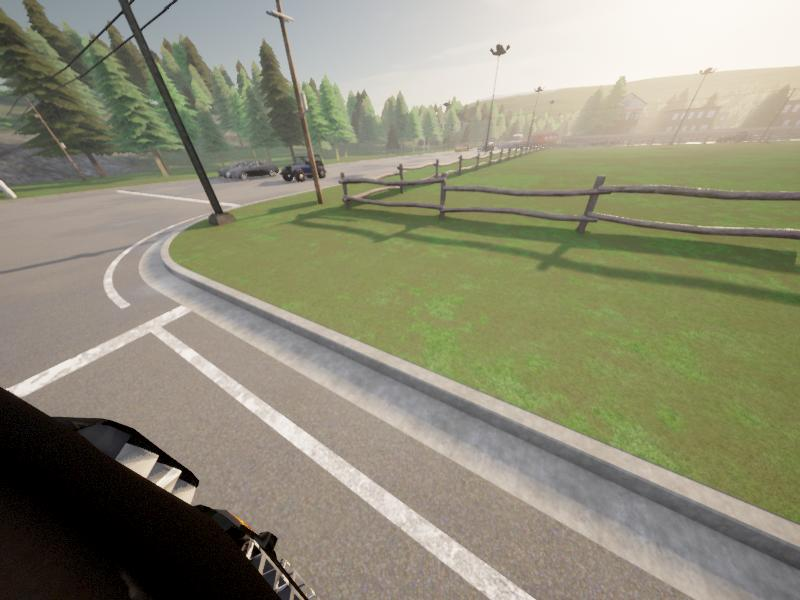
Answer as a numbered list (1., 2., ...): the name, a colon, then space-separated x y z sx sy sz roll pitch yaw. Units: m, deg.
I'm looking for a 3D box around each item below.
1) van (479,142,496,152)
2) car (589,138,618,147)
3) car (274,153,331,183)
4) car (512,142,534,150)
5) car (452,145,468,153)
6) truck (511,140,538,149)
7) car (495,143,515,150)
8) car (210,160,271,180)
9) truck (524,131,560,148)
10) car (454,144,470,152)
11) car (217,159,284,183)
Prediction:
1. van: 23.305 -40.633 61.340 2.069 2.038 4.480 26 43 36
2. car: 52.259 -40.559 59.527 5.238 1.638 1.930 16 38 26
3. car: -8.158 -11.307 19.730 1.905 1.878 3.866 16 38 26
4. car: 33.798 -42.283 63.517 4.611 1.667 2.242 -7 34 -7
5. car: 16.831 -42.031 64.344 1.882 1.535 5.008 26 43 36
6. truck: 37.175 -46.472 69.047 6.274 2.098 2.390 1 34 5
7. car: 34.111 -49.882 75.067 5.027 1.651 2.152 -5 34 -3
8. car: -16.930 -14.060 24.839 1.837 1.490 4.892 16 38 26
9. truck: 42.869 -48.574 70.235 8.468 3.827 2.891 10 36 19
10. car: 18.776 -45.860 69.641 4.605 1.855 1.932 -26 40 -31
11. car: -14.402 -12.692 22.592 2.128 1.511 4.902 16 38 26
